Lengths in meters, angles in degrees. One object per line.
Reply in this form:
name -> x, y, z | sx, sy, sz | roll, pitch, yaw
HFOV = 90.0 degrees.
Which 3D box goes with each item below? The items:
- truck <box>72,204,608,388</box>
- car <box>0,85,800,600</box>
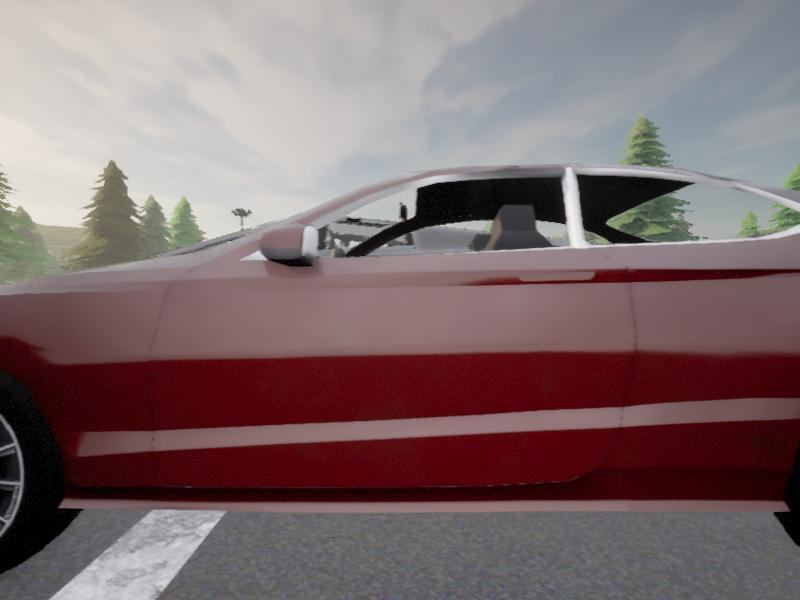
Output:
truck -> -0.731, -0.056, 5.848 | 6.274, 2.098, 2.390 | 0, 0, 2
car -> 0.230, 0.181, 2.311 | 5.027, 1.651, 2.152 | 0, 0, 2
